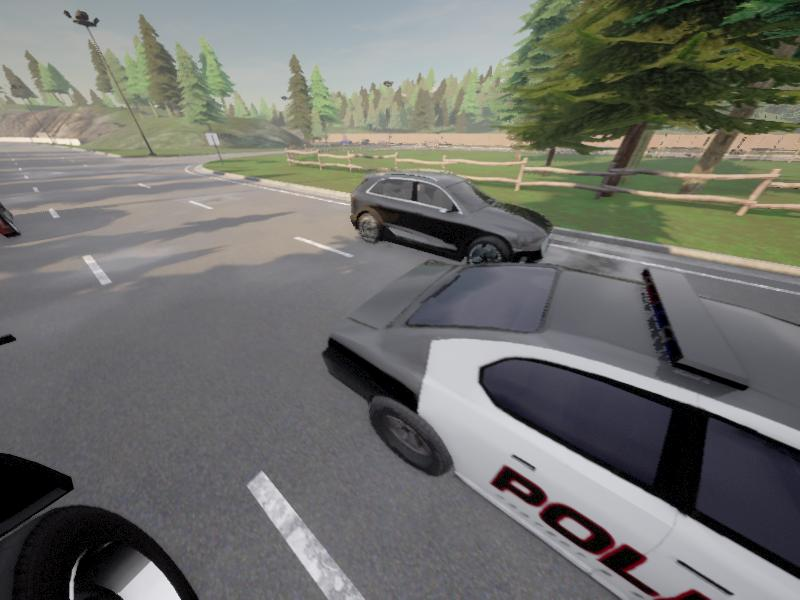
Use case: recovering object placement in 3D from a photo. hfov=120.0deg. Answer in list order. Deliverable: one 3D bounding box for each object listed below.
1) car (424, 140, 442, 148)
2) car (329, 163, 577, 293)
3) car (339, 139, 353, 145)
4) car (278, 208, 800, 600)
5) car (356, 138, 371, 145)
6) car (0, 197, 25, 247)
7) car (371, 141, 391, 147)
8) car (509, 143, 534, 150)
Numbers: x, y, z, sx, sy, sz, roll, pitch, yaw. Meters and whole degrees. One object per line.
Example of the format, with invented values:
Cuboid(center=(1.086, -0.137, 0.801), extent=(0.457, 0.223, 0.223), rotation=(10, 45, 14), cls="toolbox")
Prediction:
Cuboid(center=(8.289, -39.437, 58.462), extent=(3.988, 1.617, 1.851), rotation=(22, 41, 28), cls="car")
Cuboid(center=(0.897, -2.083, 5.453), extent=(4.856, 1.649, 2.033), rotation=(22, 41, 28), cls="car")
Cuboid(center=(-18.737, -55.222, 80.736), extent=(4.514, 1.525, 2.007), rotation=(22, 41, 28), cls="car")
Cuboid(center=(1.827, 0.799, 1.462), extent=(4.974, 1.542, 2.038), rotation=(22, 41, 28), cls="car")
Cuboid(center=(-12.046, -52.688, 76.835), extent=(4.605, 1.855, 1.932), rotation=(22, 41, 28), cls="car")
Cuboid(center=(-11.969, -2.293, 5.867), extent=(4.181, 1.385, 1.994), rotation=(22, 41, 28), cls="car")
Cuboid(center=(-5.210, -42.352, 62.664), extent=(5.357, 1.411, 2.033), rotation=(22, 41, 28), cls="car")
Cuboid(center=(28.409, -36.087, 54.143), extent=(4.718, 1.301, 1.895), rotation=(22, 41, 28), cls="car")
